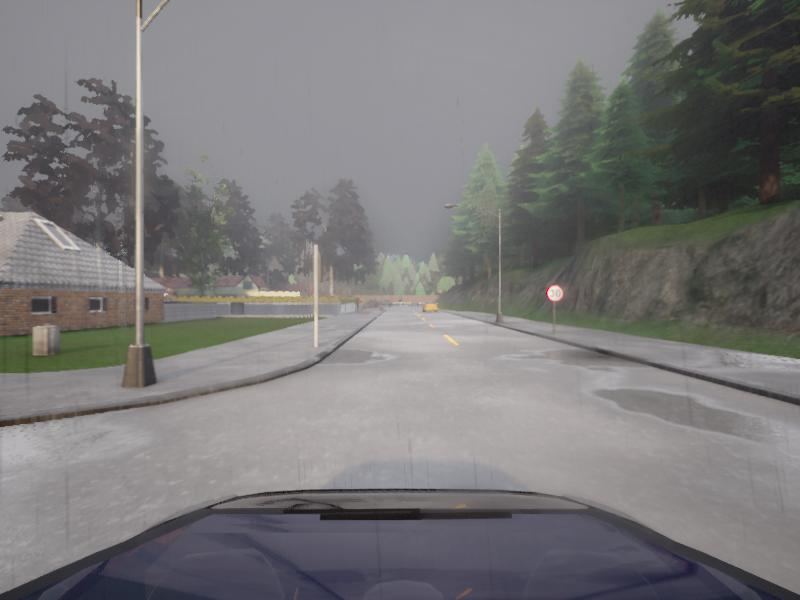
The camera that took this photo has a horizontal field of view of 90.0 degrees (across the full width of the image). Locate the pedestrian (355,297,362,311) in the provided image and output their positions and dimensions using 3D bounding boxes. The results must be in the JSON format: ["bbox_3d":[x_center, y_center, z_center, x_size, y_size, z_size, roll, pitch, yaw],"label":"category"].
[{"bbox_3d":[-5.408,0.554,52.127,0.751,1.860,0.751,0,0,1],"label":"pedestrian"}]

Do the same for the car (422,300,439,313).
[{"bbox_3d":[3.990,0.822,52.938,1.801,1.575,5.366,0,0,0],"label":"car"}]

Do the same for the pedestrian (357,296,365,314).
[{"bbox_3d":[-4.206,0.550,43.470,0.751,1.860,0.751,0,0,1],"label":"pedestrian"}]

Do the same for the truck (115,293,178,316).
[{"bbox_3d":[-22.986,0.394,36.389,4.478,2.038,2.069,0,0,0],"label":"truck"}]
